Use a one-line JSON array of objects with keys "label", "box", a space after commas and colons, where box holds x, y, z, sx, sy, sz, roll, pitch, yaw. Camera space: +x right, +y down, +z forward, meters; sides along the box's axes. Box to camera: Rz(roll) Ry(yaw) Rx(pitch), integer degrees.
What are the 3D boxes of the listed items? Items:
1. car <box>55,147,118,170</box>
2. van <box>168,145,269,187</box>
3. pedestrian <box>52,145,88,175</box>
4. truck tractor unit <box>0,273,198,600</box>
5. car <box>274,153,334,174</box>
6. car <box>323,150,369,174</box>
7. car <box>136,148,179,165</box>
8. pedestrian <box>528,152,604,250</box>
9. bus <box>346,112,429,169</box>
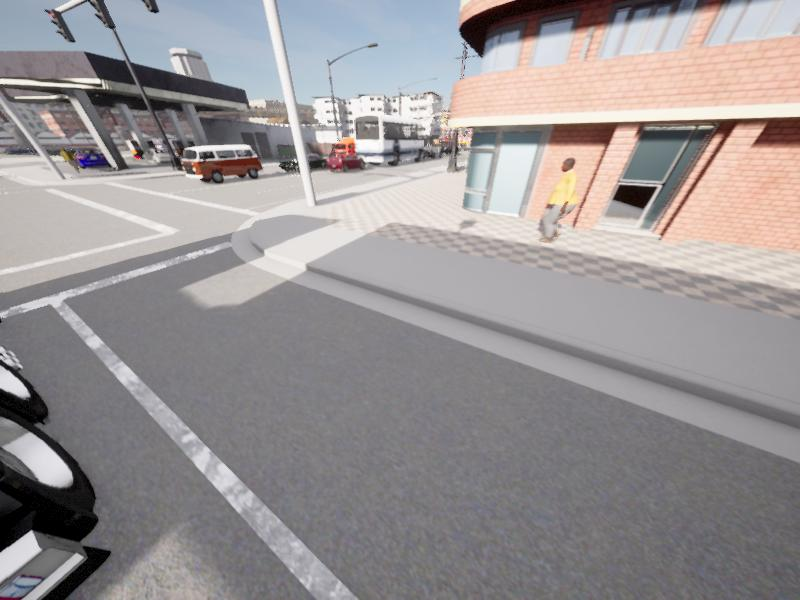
[{"label": "car", "box": [-30.252, -13.729, 22.312, 4.611, 1.667, 2.242, 18, 39, 24]}, {"label": "van", "box": [-11.733, -9.108, 15.432, 2.069, 2.038, 4.480, 17, 38, 23]}, {"label": "pedestrian", "box": [-24.861, -10.546, 17.426, 0.751, 1.860, 0.751, 22, 41, 29]}, {"label": "truck tractor unit", "box": [-5.125, -0.287, 0.759, 6.516, 4.208, 3.053, 18, 39, 23]}, {"label": "car", "box": [-8.382, -12.264, 20.619, 1.895, 1.301, 4.718, 17, 38, 23]}, {"label": "car", "box": [-4.608, -12.148, 20.227, 1.845, 1.501, 3.633, 17, 38, 23]}, {"label": "car", "box": [-28.086, -16.665, 26.818, 3.806, 1.475, 1.970, 18, 39, 24]}, {"label": "pedestrian", "box": [3.610, -2.200, 5.196, 0.751, 1.860, 0.751, 18, 39, 24]}, {"label": "bus", "box": [-0.774, -17.473, 25.499, 3.944, 4.253, 10.273, 17, 38, 23]}]
